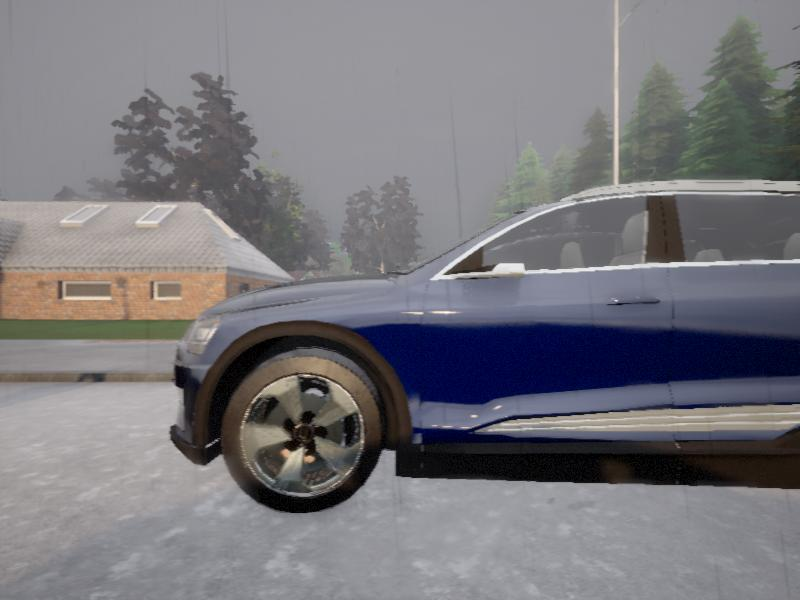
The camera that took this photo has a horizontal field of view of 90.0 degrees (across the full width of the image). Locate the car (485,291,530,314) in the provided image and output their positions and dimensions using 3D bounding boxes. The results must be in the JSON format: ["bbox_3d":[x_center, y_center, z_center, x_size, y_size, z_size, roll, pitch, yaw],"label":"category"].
[{"bbox_3d":[8.343,0.169,31.506,2.152,1.651,5.027,0,0,-1],"label":"car"}]

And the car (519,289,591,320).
[{"bbox_3d":[8.502,0.221,22.495,2.038,1.542,4.974,0,0,-1],"label":"car"}]

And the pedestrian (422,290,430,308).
[{"bbox_3d":[2.745,-0.096,42.135,0.751,1.860,0.751,0,0,-1],"label":"pedestrian"}]

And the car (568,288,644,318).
[{"bbox_3d":[12.464,0.157,24.662,2.242,1.667,4.611,0,0,-1],"label":"car"}]

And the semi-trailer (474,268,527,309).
[{"bbox_3d":[12.019,-1.237,49.589,2.717,4.402,14.254,0,0,-1],"label":"semi-trailer"}]

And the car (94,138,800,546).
[{"bbox_3d":[1.110,0.175,2.669,4.856,1.649,2.033,0,0,4],"label":"car"}]

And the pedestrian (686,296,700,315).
[{"bbox_3d":[17.525,0.322,23.941,0.500,1.100,0.500,0,0,-16],"label":"pedestrian"}]

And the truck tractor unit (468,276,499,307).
[{"bbox_3d":[11.881,-1.138,57.505,3.053,4.208,6.516,0,0,-1],"label":"truck tractor unit"}]
